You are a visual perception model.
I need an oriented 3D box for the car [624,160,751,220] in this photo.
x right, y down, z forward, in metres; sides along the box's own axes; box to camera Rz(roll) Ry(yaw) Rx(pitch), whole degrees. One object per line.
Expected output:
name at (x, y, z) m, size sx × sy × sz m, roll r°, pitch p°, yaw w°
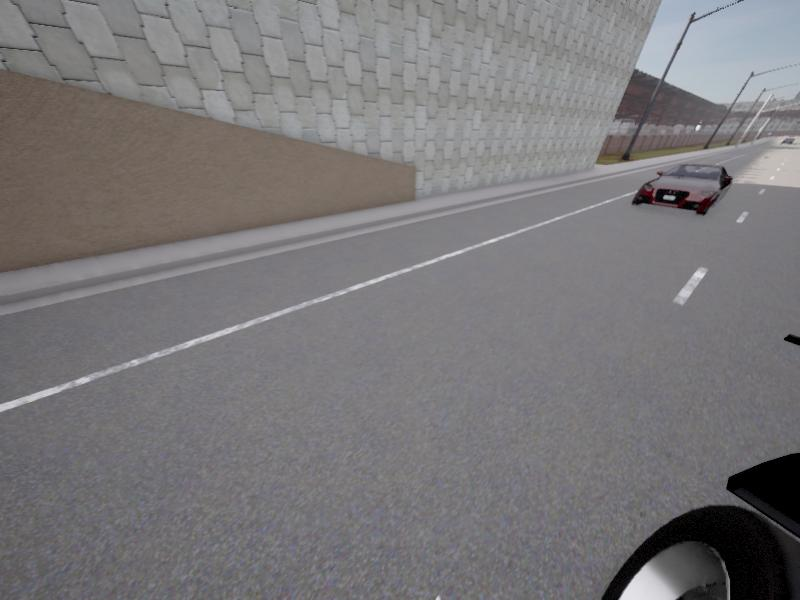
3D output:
car at (10.832, -4.311, 8.718) m, size 4.181 × 1.385 × 1.994 m, roll -22°, pitch 41°, yaw -28°
